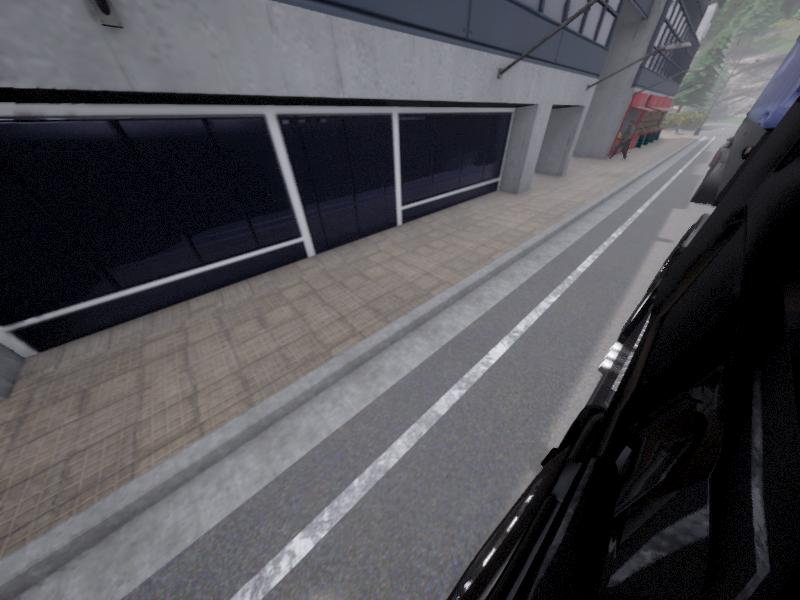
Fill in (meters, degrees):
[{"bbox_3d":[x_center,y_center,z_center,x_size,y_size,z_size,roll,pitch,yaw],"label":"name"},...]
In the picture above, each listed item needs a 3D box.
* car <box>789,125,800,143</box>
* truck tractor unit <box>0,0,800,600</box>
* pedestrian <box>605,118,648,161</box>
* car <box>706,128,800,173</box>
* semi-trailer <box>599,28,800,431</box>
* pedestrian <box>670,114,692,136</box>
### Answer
[{"bbox_3d":[32.330,-13.111,17.737,4.674,1.442,1.812,-29,44,-30],"label":"car"},{"bbox_3d":[2.645,-0.295,0.351,6.516,4.208,3.053,-28,44,-30],"label":"truck tractor unit"},{"bbox_3d":[12.131,-8.603,12.443,0.751,1.860,0.751,4,38,9],"label":"pedestrian"},{"bbox_3d":[16.610,-7.156,10.926,4.181,1.385,1.994,-29,44,-31],"label":"car"},{"bbox_3d":[8.623,-3.667,4.283,14.254,4.402,2.717,-29,44,-30],"label":"semi-trailer"},{"bbox_3d":[30.188,-18.863,24.882,0.751,1.860,0.751,28,47,34],"label":"pedestrian"}]
